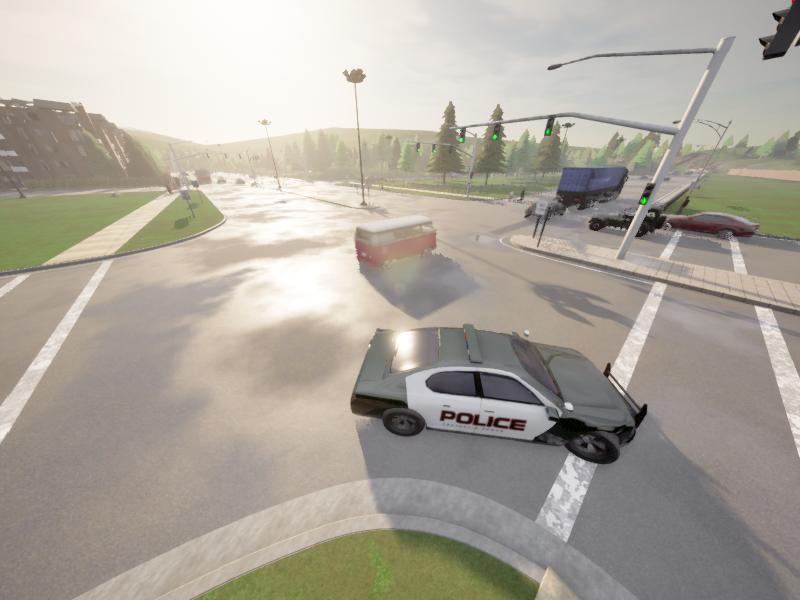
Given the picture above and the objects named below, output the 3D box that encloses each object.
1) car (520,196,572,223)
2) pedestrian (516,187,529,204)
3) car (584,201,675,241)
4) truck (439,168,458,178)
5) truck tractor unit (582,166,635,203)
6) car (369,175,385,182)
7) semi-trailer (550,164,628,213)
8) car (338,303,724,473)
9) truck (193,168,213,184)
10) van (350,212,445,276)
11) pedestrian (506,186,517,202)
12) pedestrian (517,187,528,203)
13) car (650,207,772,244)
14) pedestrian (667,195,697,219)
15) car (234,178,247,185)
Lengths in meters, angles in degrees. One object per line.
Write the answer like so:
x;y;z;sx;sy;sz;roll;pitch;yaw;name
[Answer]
13.789;-8.657;21.740;5.027;1.651;2.152;-23;37;-34;car
15.620;-13.317;29.523;0.751;1.860;0.751;-19;35;-29;pedestrian
16.008;-5.701;16.348;1.905;1.878;3.866;-22;37;-34;car
21.129;-55.009;99.812;8.468;3.827;2.891;-23;37;-34;truck
29.163;-16.282;32.341;6.516;4.208;3.053;-23;37;-34;truck tractor unit
-7.593;-39.704;75.511;4.856;1.649;2.033;-23;37;-34;car
23.121;-13.809;27.863;14.254;4.402;2.717;-23;37;-34;semi-trailer
1.685;1.404;4.403;4.974;1.542;2.038;4;30;6;car
-58.035;-36.669;68.046;2.891;3.827;8.468;-23;37;-34;truck
-0.003;-2.985;11.551;4.442;1.987;1.775;-23;37;-34;van
15.132;-14.389;31.379;0.751;1.860;0.751;-21;36;-31;pedestrian
16.352;-14.073;30.833;0.751;1.860;0.751;-26;39;-37;pedestrian
21.494;-5.419;16.307;1.812;1.442;4.674;-16;34;-25;car
24.624;-8.105;20.191;0.751;1.860;0.751;-3;30;-5;pedestrian
-43.924;-32.714;63.524;1.837;1.490;4.892;-22;37;-34;car
